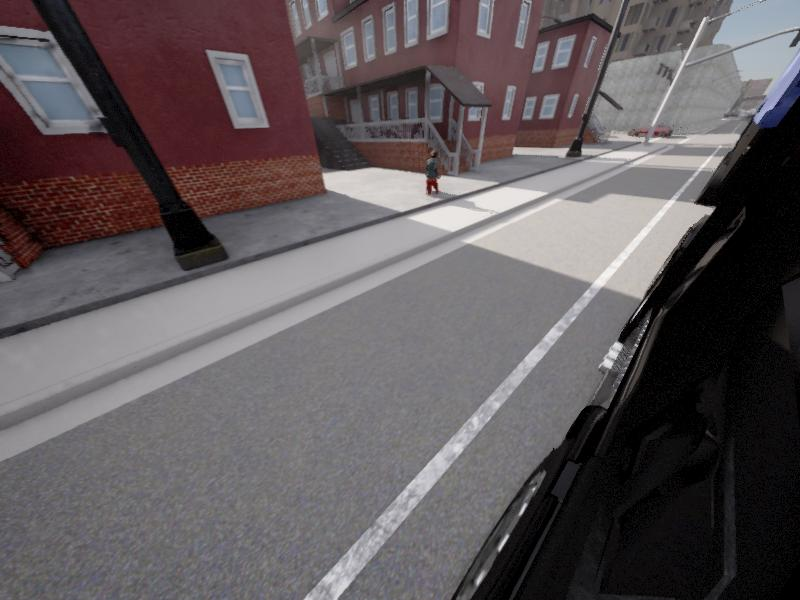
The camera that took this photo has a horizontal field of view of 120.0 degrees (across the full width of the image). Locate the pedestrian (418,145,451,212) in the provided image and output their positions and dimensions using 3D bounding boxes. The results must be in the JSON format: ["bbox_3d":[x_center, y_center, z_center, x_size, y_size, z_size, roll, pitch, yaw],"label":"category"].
[{"bbox_3d":[1.131,-4.107,7.841,0.751,1.860,0.751,21,43,29],"label":"pedestrian"}]

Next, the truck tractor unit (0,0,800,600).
[{"bbox_3d":[2.645,-0.295,0.351,6.516,4.208,3.053,-28,44,-30],"label":"truck tractor unit"}]

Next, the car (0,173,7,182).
[{"bbox_3d":[-32.343,-9.267,17.103,1.812,1.442,4.674,-28,43,-30],"label":"car"}]

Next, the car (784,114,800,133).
[{"bbox_3d":[47.250,-20.450,26.717,4.611,1.667,2.242,-28,43,-30],"label":"car"}]

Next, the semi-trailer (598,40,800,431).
[{"bbox_3d":[8.679,-3.614,4.253,14.254,4.402,2.717,-28,44,-30],"label":"semi-trailer"}]

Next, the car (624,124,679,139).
[{"bbox_3d":[31.112,-21.009,28.681,1.994,1.385,4.181,-26,45,-29],"label":"car"}]

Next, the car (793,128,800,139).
[{"bbox_3d":[38.697,-15.803,21.132,4.974,1.542,2.038,-28,44,-30],"label":"car"}]

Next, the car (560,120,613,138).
[{"bbox_3d":[24.524,-22.709,30.576,2.033,1.649,4.856,-28,48,-30],"label":"car"}]
